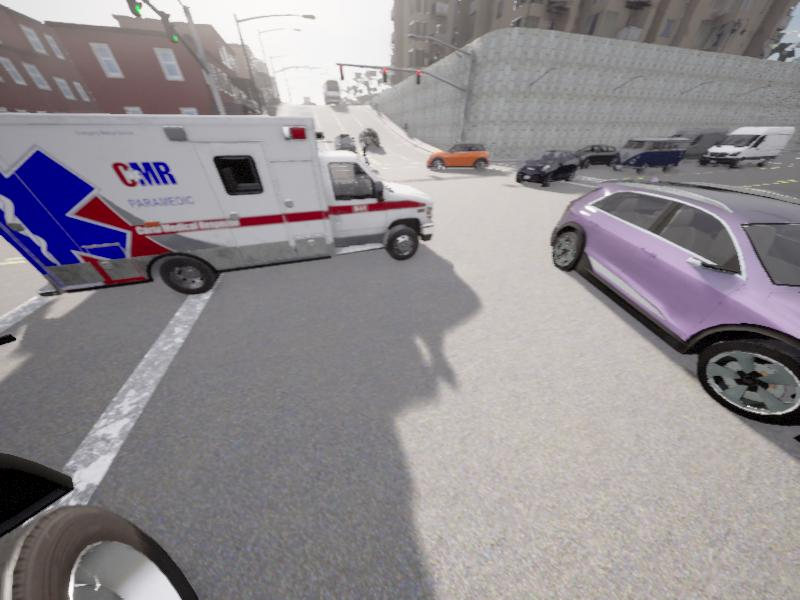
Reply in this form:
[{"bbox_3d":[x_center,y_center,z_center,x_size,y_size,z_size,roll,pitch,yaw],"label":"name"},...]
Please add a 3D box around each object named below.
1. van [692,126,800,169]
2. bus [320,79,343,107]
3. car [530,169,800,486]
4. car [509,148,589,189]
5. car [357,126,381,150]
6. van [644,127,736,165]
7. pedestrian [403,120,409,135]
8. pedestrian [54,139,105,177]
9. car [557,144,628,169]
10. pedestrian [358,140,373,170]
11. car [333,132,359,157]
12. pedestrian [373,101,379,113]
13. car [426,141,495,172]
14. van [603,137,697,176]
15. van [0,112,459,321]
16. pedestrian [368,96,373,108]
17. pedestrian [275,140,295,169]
[{"bbox_3d":[26.788,-11.839,17.904,5.915,2.561,1.988,-11,37,-14],"label":"van"},{"bbox_3d":[-16.570,-49.596,55.642,3.944,4.253,10.273,-11,39,-14],"label":"bus"},{"bbox_3d":[4.151,-0.514,3.123,2.033,1.649,4.856,0,36,0],"label":"car"},{"bbox_3d":[7.848,-7.046,12.248,3.633,1.501,1.845,-23,42,-29],"label":"car"},{"bbox_3d":[-3.911,-20.516,29.145,1.932,1.855,4.605,-11,44,-14],"label":"car"},{"bbox_3d":[25.732,-13.786,20.611,5.915,2.561,1.988,-11,37,-14],"label":"van"},{"bbox_3d":[0.906,-26.241,35.174,0.751,1.860,0.751,-10,37,-13],"label":"pedestrian"},{"bbox_3d":[-19.366,-8.611,14.026,0.751,1.860,0.751,-6,36,-8],"label":"pedestrian"},{"bbox_3d":[15.088,-11.320,18.176,4.193,1.474,1.816,-11,37,-14],"label":"car"},{"bbox_3d":[-2.597,-10.875,17.311,0.751,1.860,0.751,-15,38,-19],"label":"pedestrian"},{"bbox_3d":[-6.119,-17.434,25.749,1.930,1.638,5.238,-11,42,-14],"label":"car"},{"bbox_3d":[-4.766,-38.420,46.034,0.751,1.860,0.751,-11,37,-15],"label":"pedestrian"},{"bbox_3d":[4.301,-10.688,17.100,4.553,1.767,2.097,5,36,8],"label":"car"},{"bbox_3d":[16.549,-9.653,15.416,4.442,1.987,1.775,-11,37,-14],"label":"van"},{"bbox_3d":[-2.475,-1.905,4.419,6.366,2.431,2.351,-11,37,-14],"label":"van"},{"bbox_3d":[-6.431,-43.306,50.533,0.751,1.860,0.751,-12,37,-16],"label":"pedestrian"},{"bbox_3d":[-8.901,-11.286,17.899,0.751,1.860,0.751,-4,36,-5],"label":"pedestrian"}]
